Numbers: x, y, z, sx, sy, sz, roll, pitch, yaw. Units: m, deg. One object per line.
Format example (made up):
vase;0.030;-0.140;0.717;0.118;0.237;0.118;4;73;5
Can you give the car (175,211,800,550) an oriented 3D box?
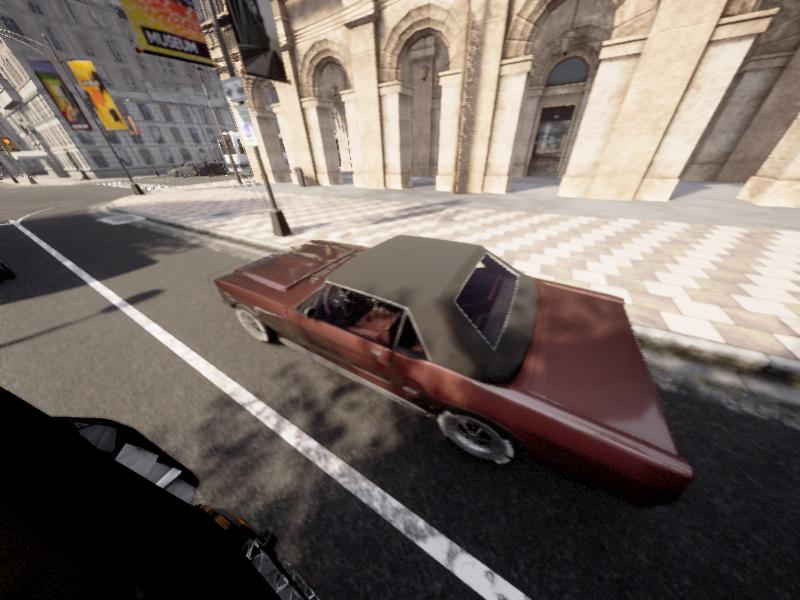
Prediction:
car;-0.184;-0.008;2.808;4.718;1.301;1.895;16;38;26

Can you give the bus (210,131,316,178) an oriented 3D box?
bus;-16.486;-18.524;29.309;3.944;4.253;10.273;17;38;27

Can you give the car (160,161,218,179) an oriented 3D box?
car;-27.903;-17.414;30.777;2.152;1.651;5.027;16;38;26

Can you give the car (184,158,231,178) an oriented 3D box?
car;-24.561;-16.973;29.643;1.905;1.878;3.866;16;37;26

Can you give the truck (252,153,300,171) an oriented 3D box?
truck;-19.532;-22.033;36.796;2.390;2.098;6.274;16;37;26

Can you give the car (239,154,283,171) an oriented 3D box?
car;-22.720;-22.727;38.106;2.150;2.045;5.566;16;38;26

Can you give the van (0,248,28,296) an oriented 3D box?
van;-10.994;-1.575;4.786;5.915;2.561;1.988;16;38;26
